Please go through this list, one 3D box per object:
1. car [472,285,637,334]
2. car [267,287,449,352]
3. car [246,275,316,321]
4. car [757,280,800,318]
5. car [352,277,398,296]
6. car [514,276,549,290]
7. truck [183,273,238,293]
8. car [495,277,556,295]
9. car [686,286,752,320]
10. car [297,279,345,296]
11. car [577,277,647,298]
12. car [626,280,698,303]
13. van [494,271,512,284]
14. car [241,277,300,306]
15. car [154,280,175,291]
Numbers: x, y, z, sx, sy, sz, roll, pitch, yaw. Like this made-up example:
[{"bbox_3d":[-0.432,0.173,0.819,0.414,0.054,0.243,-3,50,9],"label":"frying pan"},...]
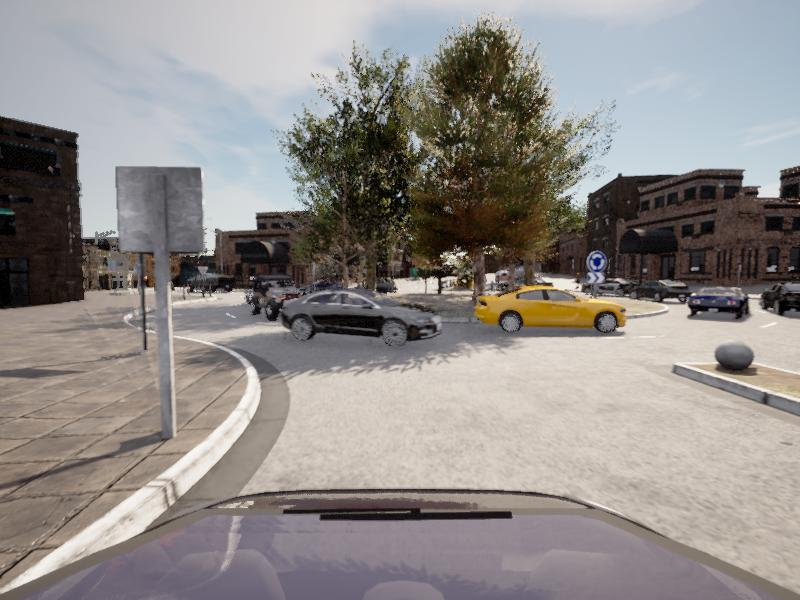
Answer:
[{"bbox_3d":[5.130,0.259,13.936,5.008,1.535,1.882,0,4,4],"label":"car"},{"bbox_3d":[-1.217,0.417,11.878,4.902,1.511,2.128,1,4,21],"label":"car"},{"bbox_3d":[-5.629,-0.198,18.632,1.905,1.878,3.866,-3,4,-36],"label":"car"},{"bbox_3d":[19.188,-0.126,19.414,1.882,1.535,5.008,2,5,32],"label":"car"},{"bbox_3d":[-2.334,-1.333,38.246,3.988,1.617,1.851,-2,4,-31],"label":"car"},{"bbox_3d":[15.989,-2.082,48.877,1.837,1.490,4.892,-1,5,-12],"label":"car"},{"bbox_3d":[-20.722,-1.875,43.688,6.274,2.098,2.390,2,4,33],"label":"truck"},{"bbox_3d":[11.960,-1.392,38.415,5.238,1.638,1.930,2,4,34],"label":"car"},{"bbox_3d":[15.149,0.038,18.892,1.895,1.301,4.718,4,5,44],"label":"car"},{"bbox_3d":[-7.455,-1.238,37.965,4.193,1.474,1.816,-4,5,-43],"label":"car"},{"bbox_3d":[18.538,-1.202,35.269,1.930,1.638,5.238,-2,4,-28],"label":"car"},{"bbox_3d":[18.154,-0.662,28.059,1.837,1.490,4.892,0,3,2],"label":"car"},{"bbox_3d":[16.636,-3.705,64.879,2.069,2.038,4.480,0,5,6],"label":"van"},{"bbox_3d":[-8.604,-0.691,27.083,2.097,1.767,4.553,0,4,7],"label":"car"},{"bbox_3d":[-32.604,-2.033,55.330,2.038,1.542,4.974,-2,3,-36],"label":"car"}]
